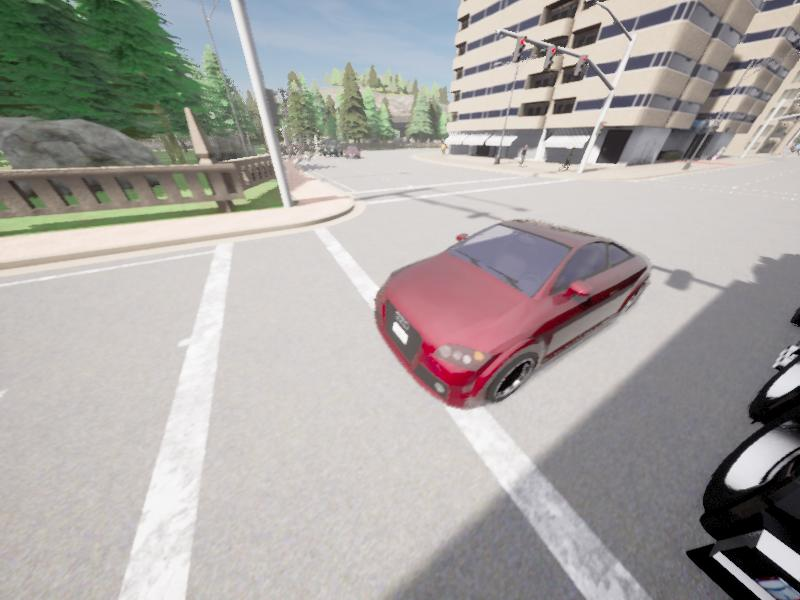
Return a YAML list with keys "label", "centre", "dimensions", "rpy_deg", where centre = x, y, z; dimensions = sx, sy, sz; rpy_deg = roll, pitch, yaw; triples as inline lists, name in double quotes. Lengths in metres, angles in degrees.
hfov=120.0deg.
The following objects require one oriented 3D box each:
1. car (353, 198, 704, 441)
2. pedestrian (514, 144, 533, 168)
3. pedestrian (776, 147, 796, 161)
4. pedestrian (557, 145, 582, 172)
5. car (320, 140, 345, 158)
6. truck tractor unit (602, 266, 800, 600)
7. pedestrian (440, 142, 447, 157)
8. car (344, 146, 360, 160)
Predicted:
- label: "car"
  centre: [1.735, -0.338, 3.326]
  dimensions: [4.181, 1.385, 1.994]
  rpy_deg: [-18, 39, -24]
- label: "pedestrian"
  centre: [11.505, -13.431, 21.522]
  dimensions: [0.751, 1.860, 0.751]
  rpy_deg: [-19, 39, -26]
- label: "pedestrian"
  centre: [60.559, -22.907, 36.221]
  dimensions: [0.751, 1.860, 0.751]
  rpy_deg: [-18, 39, -25]
- label: "pedestrian"
  centre: [13.654, -11.421, 18.655]
  dimensions: [0.751, 1.860, 0.751]
  rpy_deg: [-18, 39, -25]
- label: "car"
  centre: [-10.390, -23.513, 35.894]
  dimensions: [2.150, 2.045, 5.566]
  rpy_deg: [1, 36, 0]
- label: "truck tractor unit"
  centre: [5.111, -0.300, 0.783]
  dimensions: [6.516, 4.208, 3.053]
  rpy_deg: [-18, 39, -24]
- label: "pedestrian"
  centre: [6.672, -23.085, 35.376]
  dimensions: [0.751, 1.860, 0.751]
  rpy_deg: [-2, 35, -4]
- label: "car"
  centre: [-6.460, -20.168, 31.666]
  dimensions: [1.812, 1.442, 4.674]
  rpy_deg: [-4, 35, -6]
